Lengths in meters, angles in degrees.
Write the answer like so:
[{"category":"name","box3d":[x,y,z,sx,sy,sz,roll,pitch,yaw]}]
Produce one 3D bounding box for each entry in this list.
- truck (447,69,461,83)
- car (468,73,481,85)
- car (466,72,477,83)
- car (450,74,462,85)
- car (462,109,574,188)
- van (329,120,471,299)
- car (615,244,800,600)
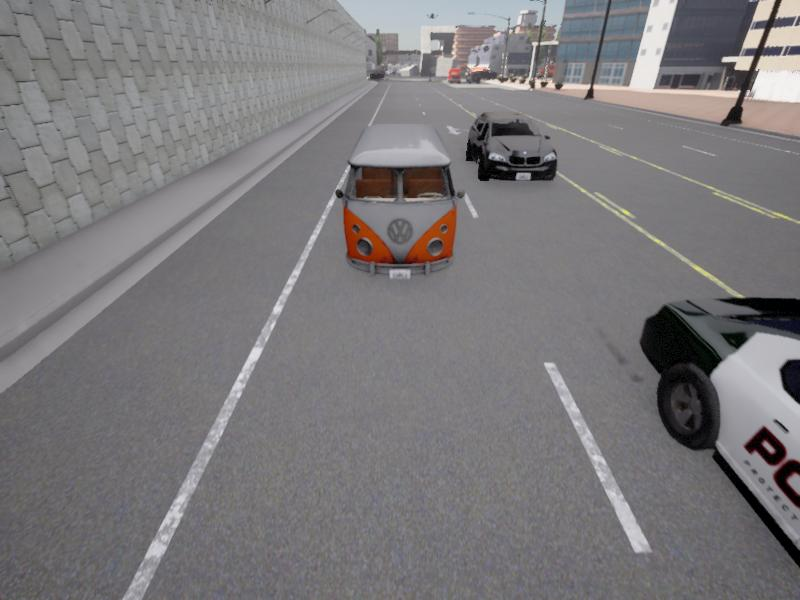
[{"category":"truck","box3d":[11.180,-46.149,82.306,2.627,2.467,5.204,3,31,6]},{"category":"car","box3d":[14.015,-41.624,75.155,1.905,1.878,3.866,2,30,3]},{"category":"car","box3d":[14.547,-45.333,81.483,1.932,1.855,4.605,3,31,6]},{"category":"car","box3d":[10.546,-41.842,75.860,1.851,1.617,3.988,2,30,3]},{"category":"car","box3d":[3.498,-5.083,13.006,2.242,1.667,4.611,0,30,0]},{"category":"van","box3d":[0.000,-1.997,7.422,1.775,1.987,4.442,0,31,0]},{"category":"car","box3d":[3.503,1.393,2.090,2.038,1.542,4.974,0,31,0]}]
